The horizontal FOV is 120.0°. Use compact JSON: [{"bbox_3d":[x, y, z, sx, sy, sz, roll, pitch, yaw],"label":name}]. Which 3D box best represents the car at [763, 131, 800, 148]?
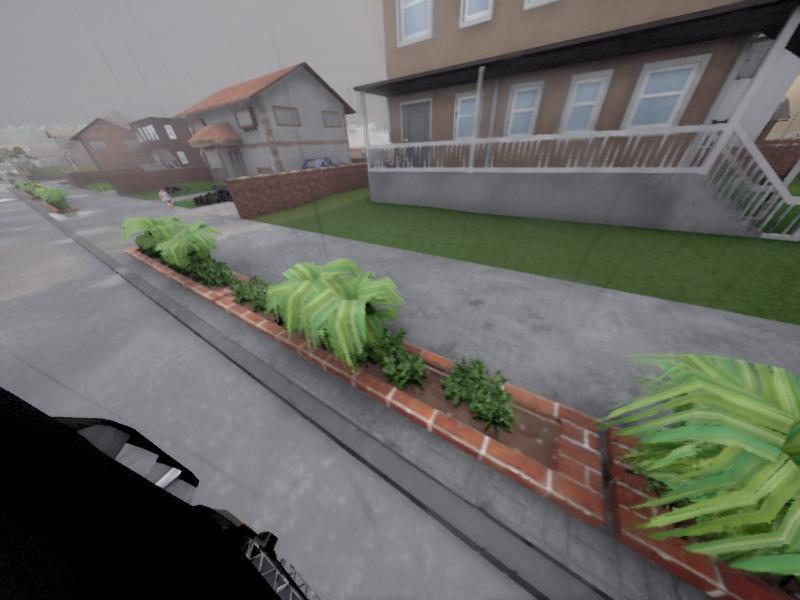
[{"bbox_3d":[49.073,-20.140,28.886,2.033,1.649,4.856,17,39,28],"label":"car"}]

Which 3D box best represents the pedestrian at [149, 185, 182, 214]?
[{"bbox_3d":[-10.575,-4.530,10.426,0.500,1.100,0.500,16,38,27],"label":"pedestrian"}]

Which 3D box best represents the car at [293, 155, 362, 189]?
[{"bbox_3d":[-4.419,-8.170,14.625,1.845,1.501,3.633,17,39,28],"label":"car"}]
